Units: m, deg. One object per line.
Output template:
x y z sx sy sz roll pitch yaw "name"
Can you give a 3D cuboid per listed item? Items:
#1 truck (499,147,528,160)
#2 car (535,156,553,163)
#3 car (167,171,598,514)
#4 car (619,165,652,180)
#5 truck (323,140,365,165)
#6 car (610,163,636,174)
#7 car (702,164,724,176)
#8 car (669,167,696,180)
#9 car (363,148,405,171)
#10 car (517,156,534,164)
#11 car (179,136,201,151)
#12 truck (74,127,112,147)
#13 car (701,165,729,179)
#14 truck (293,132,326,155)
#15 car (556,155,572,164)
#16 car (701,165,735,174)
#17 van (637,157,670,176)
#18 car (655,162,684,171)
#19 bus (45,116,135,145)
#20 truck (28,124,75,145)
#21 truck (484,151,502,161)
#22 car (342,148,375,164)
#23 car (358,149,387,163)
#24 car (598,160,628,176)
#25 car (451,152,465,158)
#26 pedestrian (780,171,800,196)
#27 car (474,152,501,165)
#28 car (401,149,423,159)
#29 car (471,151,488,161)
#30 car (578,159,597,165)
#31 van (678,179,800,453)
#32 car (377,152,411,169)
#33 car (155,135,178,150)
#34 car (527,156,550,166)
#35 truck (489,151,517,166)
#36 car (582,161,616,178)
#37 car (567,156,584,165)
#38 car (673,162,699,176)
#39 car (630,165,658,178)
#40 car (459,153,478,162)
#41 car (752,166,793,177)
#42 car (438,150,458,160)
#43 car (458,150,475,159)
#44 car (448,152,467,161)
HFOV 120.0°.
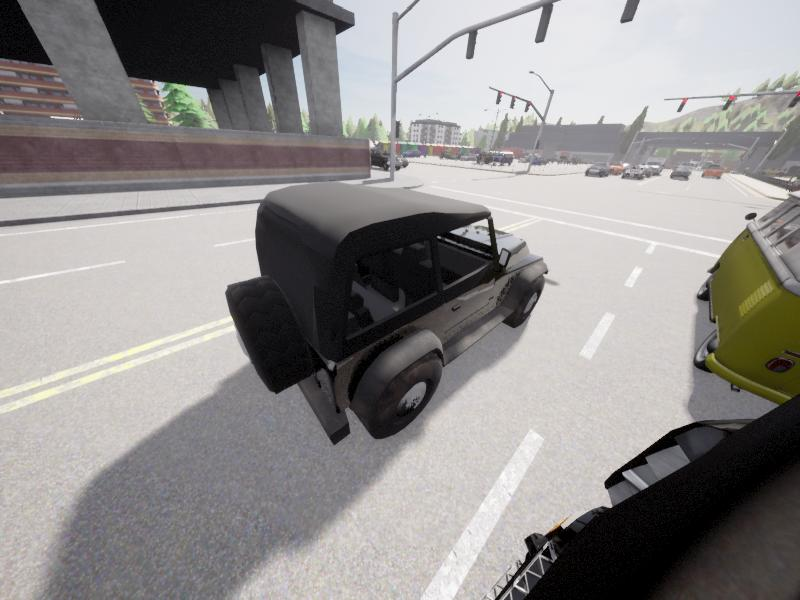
41.490 -53.774 84.643 2.891 3.827 8.468 -23 41 -33 "truck"
38.214 -37.186 61.314 5.357 1.415 2.033 -24 42 -35 "car"
0.275 -0.350 2.783 3.866 1.878 1.905 -24 42 -35 "car"
29.844 -16.187 29.257 3.806 1.475 1.970 -24 42 -35 "car"
-7.124 -18.774 29.361 2.627 2.467 5.204 -25 42 -35 "truck"
37.945 -22.448 39.301 4.792 1.488 2.163 -24 42 -35 "car"
63.705 -26.553 47.082 3.866 1.878 1.905 -24 42 -35 "car"
41.188 -18.567 33.777 5.357 1.411 2.033 -27 44 -37 "car"
-1.825 -15.034 24.668 1.932 1.855 4.605 -25 42 -35 "car"
29.937 -33.445 55.062 3.806 1.475 1.970 -24 42 -35 "car"
-35.283 -26.259 38.793 1.905 1.878 3.866 -24 42 -35 "car"
-51.752 -27.607 39.108 2.615 2.467 5.204 -24 42 -35 "truck"
53.145 -21.726 39.085 4.553 1.767 2.097 -24 42 -35 "car"
-19.125 -33.070 48.771 2.891 3.827 8.468 -25 42 -35 "truck"
44.851 -38.368 63.175 3.866 1.878 1.905 -24 42 -35 "car"
83.648 -34.492 60.854 1.882 1.535 5.008 -1 34 -6 "car"
41.806 -22.004 38.069 6.366 2.431 2.351 -24 42 -35 "van"
73.776 -36.709 63.349 2.033 1.649 4.856 -25 42 -35 "car"
-65.298 -36.013 49.419 10.273 4.253 3.944 -24 42 -35 "bus"
-54.988 -26.146 36.662 2.615 2.467 5.204 -24 42 -35 "truck"
24.209 -37.522 60.163 4.478 2.038 2.069 -24 42 -35 "truck"
-5.933 -20.547 32.873 1.930 1.638 5.238 -25 42 -35 "car"
-4.335 -22.365 35.826 1.882 1.535 5.008 -25 42 -35 "car"
32.225 -19.979 34.864 4.553 1.767 2.097 -24 42 -35 "car"
16.880 -42.146 67.129 3.905 1.438 1.784 -24 42 -35 "car"
32.445 -9.538 18.769 0.751 1.860 0.751 -25 42 -35 "pedestrian"
15.568 -25.148 41.036 4.605 1.855 1.932 -24 42 -35 "car"
2.692 -33.640 53.166 4.611 1.667 2.242 -24 42 -35 "car"
19.418 -35.278 56.597 3.866 1.878 1.905 -24 42 -35 "car"
57.006 -41.897 70.128 1.970 1.475 3.806 -24 42 -34 "car"
5.428 -0.146 2.780 4.442 1.987 1.775 -24 42 -35 "van"
-0.825 -17.119 28.247 1.816 1.474 4.193 -25 42 -35 "car"
-37.490 -25.262 37.124 1.905 1.878 3.866 -24 42 -35 "car"
28.811 -28.859 47.936 4.611 1.667 2.242 -24 42 -35 "car"
17.531 -23.980 39.254 4.478 2.038 2.069 -24 42 -35 "truck"
26.140 -17.148 30.291 4.856 1.649 2.033 -24 42 -35 "car"
46.717 -37.082 61.374 4.605 1.855 1.932 -24 42 -35 "car"
52.885 -24.286 42.695 5.566 2.045 2.150 -24 42 -35 "car"
35.227 -18.586 33.377 4.181 1.385 1.994 -24 42 -35 "car"
14.793 -30.865 50.030 3.806 1.475 1.970 -24 42 -35 "car"
88.047 -30.374 54.675 1.932 1.855 4.605 -25 42 -35 "car"
11.091 -33.497 53.278 4.605 1.855 1.932 -24 42 -35 "car"
18.749 -41.029 65.206 4.605 1.855 1.932 -24 42 -35 "car"
12.888 -32.162 51.782 3.905 1.438 1.784 -24 42 -35 "car"
